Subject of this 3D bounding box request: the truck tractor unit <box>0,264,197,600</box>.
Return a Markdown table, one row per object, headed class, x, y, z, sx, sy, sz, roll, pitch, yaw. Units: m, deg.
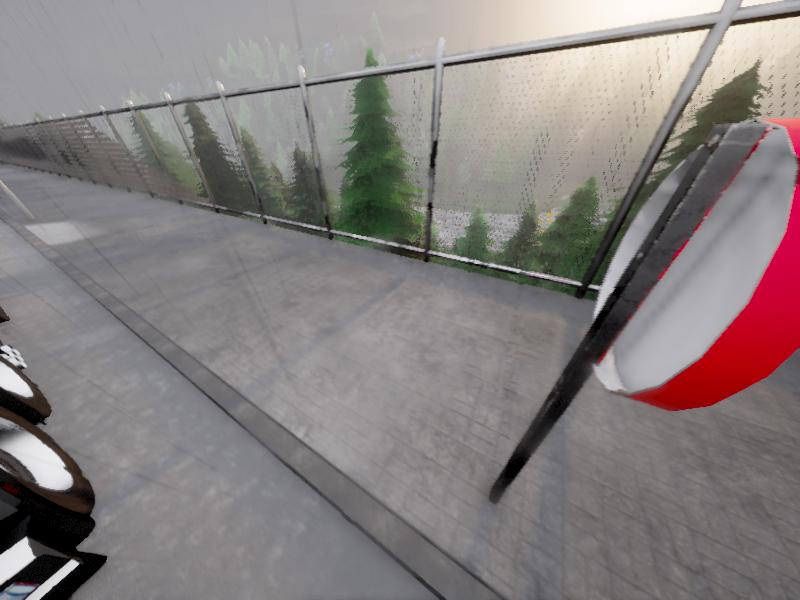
| class | x | y | z | sx | sy | sz | roll | pitch | yaw |
| --- | --- | --- | --- | --- | --- | --- | --- | --- | --- |
| truck tractor unit | -5.111 | -0.300 | 0.780 | 6.516 | 4.208 | 3.053 | 18 | 39 | 24 |
